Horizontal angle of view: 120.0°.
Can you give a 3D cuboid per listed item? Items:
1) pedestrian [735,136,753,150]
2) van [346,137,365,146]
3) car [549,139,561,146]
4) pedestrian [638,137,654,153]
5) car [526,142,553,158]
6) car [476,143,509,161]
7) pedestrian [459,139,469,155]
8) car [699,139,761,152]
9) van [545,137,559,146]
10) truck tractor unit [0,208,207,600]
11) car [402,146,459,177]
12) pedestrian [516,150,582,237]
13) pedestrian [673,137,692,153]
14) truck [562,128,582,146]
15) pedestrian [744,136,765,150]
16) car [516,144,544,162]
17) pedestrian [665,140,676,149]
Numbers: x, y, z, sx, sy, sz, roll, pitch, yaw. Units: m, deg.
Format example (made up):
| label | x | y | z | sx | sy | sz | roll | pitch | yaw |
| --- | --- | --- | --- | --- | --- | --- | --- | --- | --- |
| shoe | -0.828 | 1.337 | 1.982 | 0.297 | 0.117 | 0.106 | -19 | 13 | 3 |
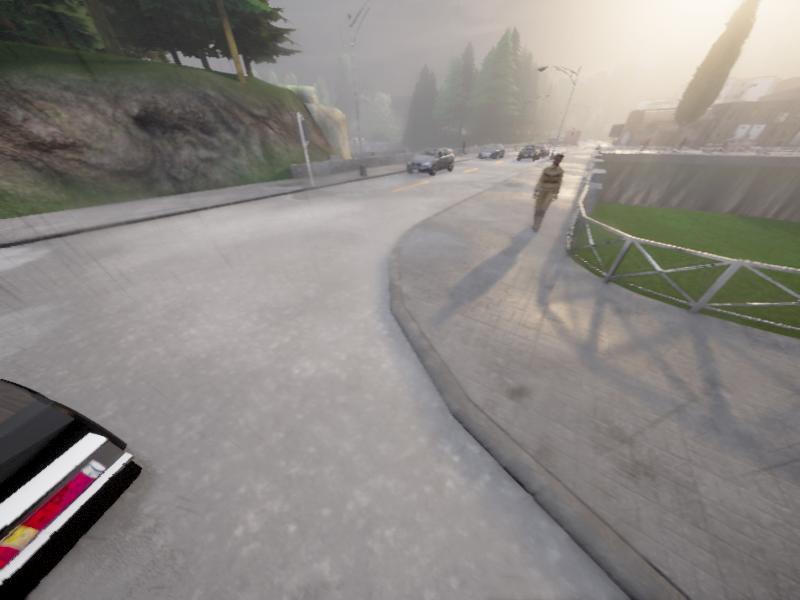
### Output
| label | x | y | z | sx | sy | sz | roll | pitch | yaw |
| --- | --- | --- | --- | --- | --- | --- | --- | --- | --- |
| pedestrian | 54.013 | -24.658 | 36.296 | 0.751 | 1.860 | 0.751 | -24 | 41 | -29 |
| van | -15.120 | -54.105 | 78.981 | 2.351 | 2.431 | 6.366 | 22 | 41 | 28 |
| car | 45.022 | -45.828 | 67.100 | 2.007 | 1.525 | 4.514 | 22 | 41 | 28 |
| pedestrian | 34.424 | -21.658 | 32.357 | 0.751 | 1.860 | 0.751 | 22 | 41 | 28 |
| car | 18.807 | -20.168 | 30.996 | 2.038 | 1.542 | 4.974 | 22 | 41 | 28 |
| car | 11.166 | -17.880 | 27.784 | 2.033 | 1.649 | 4.856 | 22 | 41 | 28 |
| pedestrian | 8.990 | -21.463 | 32.485 | 0.751 | 1.860 | 0.751 | 27 | 44 | 34 |
| car | 50.756 | -23.947 | 35.770 | 5.027 | 1.651 | 2.152 | 22 | 41 | 28 |
| van | 40.636 | -42.440 | 61.852 | 2.069 | 2.038 | 4.480 | 22 | 41 | 28 |
| truck tractor unit | -5.346 | 0.067 | 0.283 | 6.516 | 4.208 | 3.053 | 5 | 35 | 8 |
| car | 2.385 | -10.647 | 17.611 | 2.242 | 1.667 | 4.611 | 22 | 41 | 28 |
| pedestrian | 3.739 | -2.701 | 5.896 | 0.751 | 1.860 | 0.751 | 24 | 42 | 31 |
| pedestrian | 39.255 | -21.566 | 32.148 | 0.751 | 1.860 | 0.751 | 19 | 40 | 25 |
| truck | 46.843 | -44.305 | 62.840 | 2.891 | 3.827 | 8.468 | 22 | 41 | 28 |
| pedestrian | 54.979 | -24.380 | 35.887 | 0.751 | 1.860 | 0.751 | 11 | 37 | 16 |
| car | 15.013 | -17.008 | 26.616 | 1.816 | 1.474 | 4.193 | 22 | 41 | 28 |
| pedestrian | 49.972 | -28.714 | 42.637 | 0.751 | 1.300 | 0.751 | 24 | 42 | 31 |
